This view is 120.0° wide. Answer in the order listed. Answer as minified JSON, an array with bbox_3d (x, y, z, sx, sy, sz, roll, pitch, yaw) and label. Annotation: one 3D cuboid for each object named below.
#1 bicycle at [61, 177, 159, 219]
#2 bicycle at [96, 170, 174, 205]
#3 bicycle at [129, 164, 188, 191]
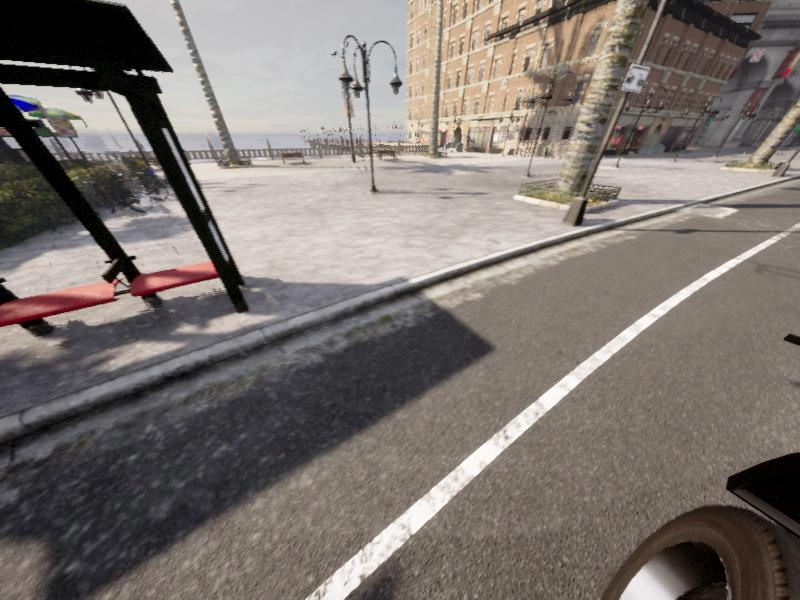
[{"bbox_3d":[-9.103,-3.280,7.383,1.643,1.024,0.373,-17,39,-22],"label":"bicycle"},{"bbox_3d":[-10.030,-4.315,8.839,1.643,1.024,0.373,-17,39,-22],"label":"bicycle"},{"bbox_3d":[-11.420,-5.866,11.021,1.643,1.024,0.373,-17,39,-22],"label":"bicycle"}]
